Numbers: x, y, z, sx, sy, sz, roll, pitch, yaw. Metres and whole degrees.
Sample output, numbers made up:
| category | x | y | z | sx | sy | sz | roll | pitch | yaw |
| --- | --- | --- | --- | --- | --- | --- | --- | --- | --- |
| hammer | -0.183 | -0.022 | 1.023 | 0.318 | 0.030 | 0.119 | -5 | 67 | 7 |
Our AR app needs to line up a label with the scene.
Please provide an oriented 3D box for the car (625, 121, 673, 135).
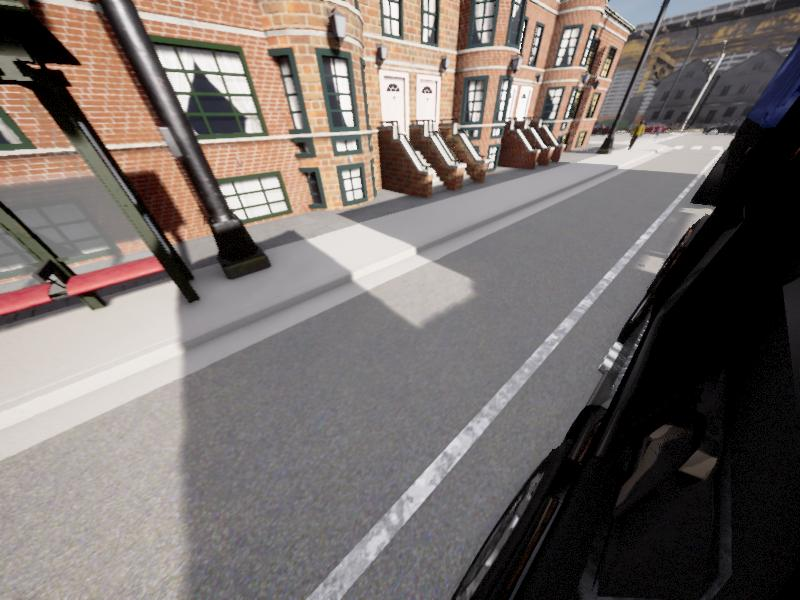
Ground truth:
| category | x | y | z | sx | sy | sz | roll | pitch | yaw |
| --- | --- | --- | --- | --- | --- | --- | --- | --- | --- |
| car | 35.038 | -24.290 | 32.650 | 1.994 | 1.385 | 4.181 | -28 | 44 | -30 |

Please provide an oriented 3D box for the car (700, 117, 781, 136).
| category | x | y | z | sx | sy | sz | roll | pitch | yaw |
| --- | --- | --- | --- | --- | --- | --- | --- | --- | --- |
| car | 37.591 | -19.293 | 25.726 | 1.837 | 1.490 | 4.892 | -28 | 44 | -30 |

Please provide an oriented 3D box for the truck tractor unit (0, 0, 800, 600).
| category | x | y | z | sx | sy | sz | roll | pitch | yaw |
| --- | --- | --- | --- | --- | --- | --- | --- | --- | --- |
| truck tractor unit | 2.645 | -0.295 | 0.351 | 6.516 | 4.208 | 3.053 | -28 | 44 | -30 |

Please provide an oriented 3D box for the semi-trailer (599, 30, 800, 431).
| category | x | y | z | sx | sy | sz | roll | pitch | yaw |
| --- | --- | --- | --- | --- | --- | --- | --- | --- | --- |
| semi-trailer | 8.634 | -3.651 | 4.284 | 14.254 | 4.402 | 2.717 | -29 | 44 | -30 |

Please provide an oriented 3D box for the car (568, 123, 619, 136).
| category | x | y | z | sx | sy | sz | roll | pitch | yaw |
| --- | --- | --- | --- | --- | --- | --- | --- | --- | --- |
| car | 28.681 | -25.409 | 34.523 | 2.033 | 1.411 | 5.357 | -28 | 44 | -30 |

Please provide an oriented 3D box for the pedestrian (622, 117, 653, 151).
| category | x | y | z | sx | sy | sz | roll | pitch | yaw |
| --- | --- | --- | --- | --- | --- | --- | --- | --- | --- |
| pedestrian | 16.426 | -11.451 | 16.019 | 0.751 | 1.860 | 0.751 | 29 | 47 | 35 |
